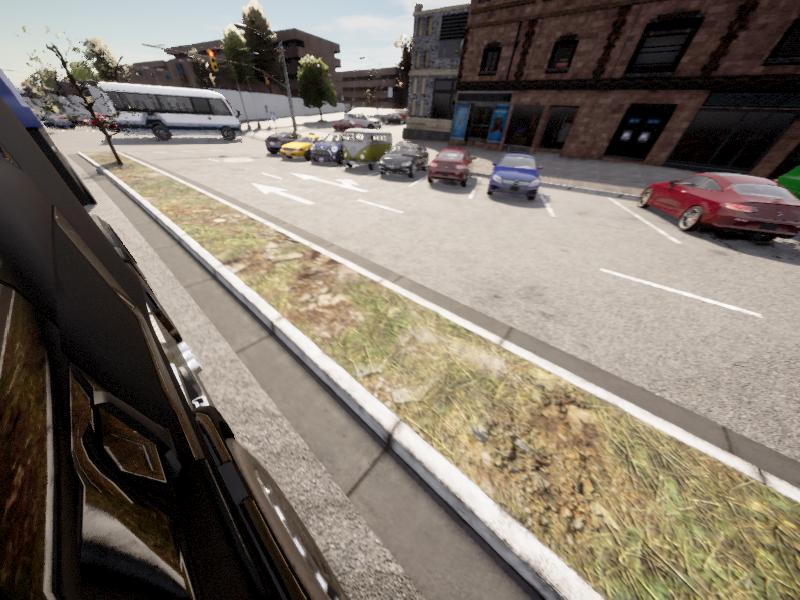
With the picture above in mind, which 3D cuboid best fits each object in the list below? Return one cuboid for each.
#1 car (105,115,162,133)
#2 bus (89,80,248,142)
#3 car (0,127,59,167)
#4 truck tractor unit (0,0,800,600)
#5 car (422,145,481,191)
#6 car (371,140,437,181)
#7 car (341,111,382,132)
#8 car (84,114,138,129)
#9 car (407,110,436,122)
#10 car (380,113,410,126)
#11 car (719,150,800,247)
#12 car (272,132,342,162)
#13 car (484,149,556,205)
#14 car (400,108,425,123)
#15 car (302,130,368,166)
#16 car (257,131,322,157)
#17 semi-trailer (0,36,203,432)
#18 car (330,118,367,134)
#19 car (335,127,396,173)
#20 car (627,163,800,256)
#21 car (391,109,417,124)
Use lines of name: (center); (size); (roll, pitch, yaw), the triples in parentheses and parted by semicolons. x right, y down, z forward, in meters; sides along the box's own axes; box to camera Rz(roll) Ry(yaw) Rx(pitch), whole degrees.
car: (-44.458, -29.460, 38.769); (2.435, 2.045, 5.566); (10, 37, 9)
bus: (-22.653, -19.262, 24.004); (10.273, 4.253, 3.944); (-22, 46, -28)
car: (-20.017, -7.973, 11.908); (4.181, 1.385, 1.994); (25, 42, 27)
truck tractor unit: (-2.645, -0.295, 0.352); (6.516, 4.208, 3.053); (28, 44, 30)
car: (2.743, -6.856, 11.718); (2.002, 1.452, 4.674); (14, 38, 14)
car: (0.428, -8.115, 13.189); (2.231, 1.521, 4.892); (14, 38, 14)
car: (-5.761, -27.262, 35.268); (5.566, 2.045, 2.435); (10, 43, 9)
car: (-54.531, -33.734, 43.815); (2.435, 2.045, 5.566); (9, 37, 9)
car: (4.362, -37.184, 46.673); (5.366, 1.575, 1.946); (10, 43, 9)
car: (-0.814, -32.146, 41.072); (4.892, 1.521, 2.231); (10, 43, 9)
car: (11.949, -2.097, 5.461); (2.435, 2.045, 5.566); (15, 38, 15)
car: (-6.682, -11.638, 17.432); (1.946, 1.575, 5.366); (13, 37, 13)
car: (5.066, -5.625, 10.222); (2.002, 1.452, 4.674); (14, 38, 14)
car: (2.408, -35.707, 44.687); (4.442, 1.987, 1.878); (10, 44, 9)
car: (-4.246, -10.656, 16.075); (2.185, 1.767, 4.553); (13, 37, 13)
car: (-8.850, -12.966, 19.136); (2.163, 1.488, 4.792); (13, 37, 13)
semi-trailer: (-8.763, -3.557, 4.166); (14.254, 4.402, 2.717); (27, 43, 29)
car: (-7.449, -25.361, 33.588); (4.674, 1.452, 2.002); (10, 43, 9)
car: (-1.939, -9.447, 14.437); (1.878, 1.987, 4.442); (14, 38, 13)
car: (9.654, -3.136, 7.189); (2.002, 1.452, 4.674); (14, 38, 15)
car: (0.745, -34.015, 42.806); (4.442, 1.987, 1.878); (10, 44, 9)
